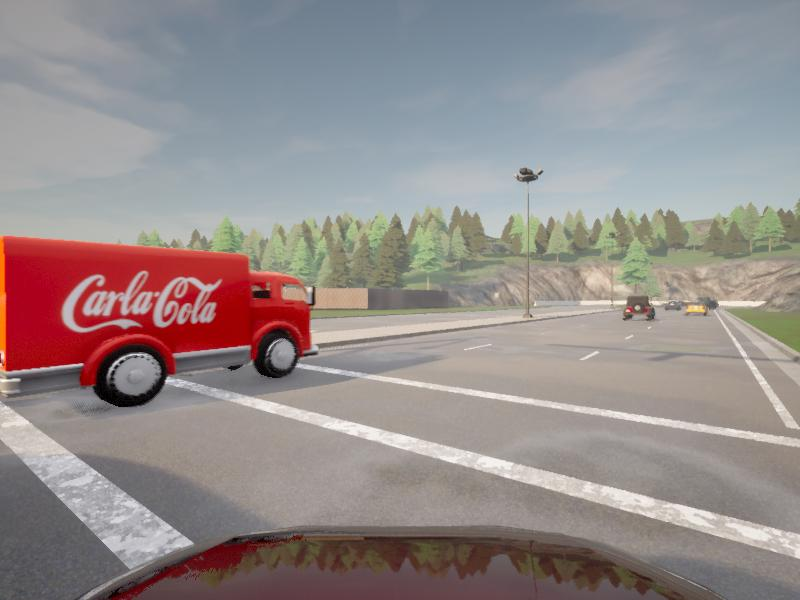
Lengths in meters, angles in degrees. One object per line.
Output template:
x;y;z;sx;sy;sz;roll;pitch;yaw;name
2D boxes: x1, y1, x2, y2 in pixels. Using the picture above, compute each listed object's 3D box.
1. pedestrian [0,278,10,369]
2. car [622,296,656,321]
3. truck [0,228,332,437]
-8.675;0.485;8.338;0.751;1.860;0.751;0;0;43;pedestrian
19.386;0.646;32.381;1.905;1.878;3.866;0;0;37;car
-4.142;0.363;7.574;2.627;2.467;5.204;0;0;38;truck
